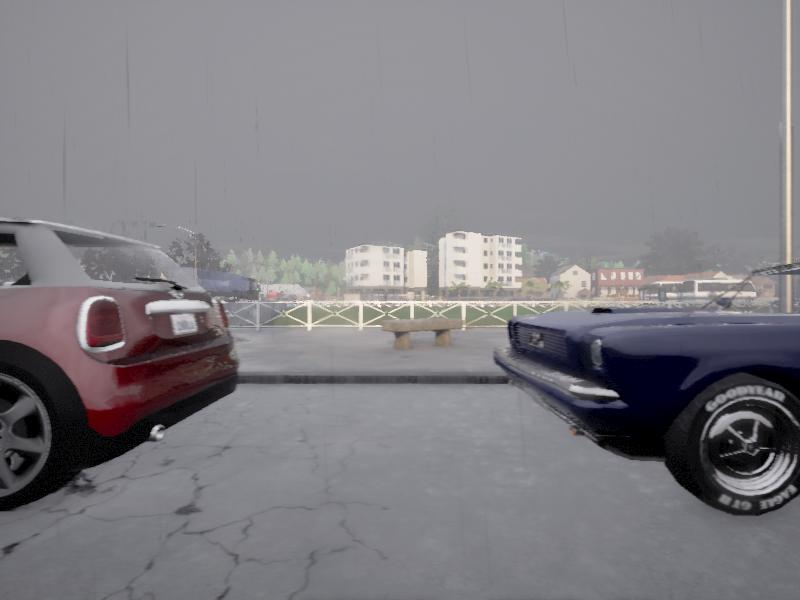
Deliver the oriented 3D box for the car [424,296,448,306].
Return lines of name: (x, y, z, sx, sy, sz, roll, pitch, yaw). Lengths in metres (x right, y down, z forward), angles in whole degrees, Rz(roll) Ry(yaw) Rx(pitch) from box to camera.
car: (6.160, 0.189, 68.420, 3.988, 1.617, 1.851, 0, 0, 0)

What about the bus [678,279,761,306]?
bus: (51.380, -1.123, 64.510, 10.273, 4.253, 3.944, 0, 0, 0)

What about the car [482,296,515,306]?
car: (16.790, 0.175, 68.412, 5.238, 1.638, 1.930, 0, 0, 0)

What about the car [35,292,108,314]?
car: (-25.249, 0.220, 30.999, 2.007, 1.525, 4.514, 0, 0, 0)

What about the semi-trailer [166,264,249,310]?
semi-trailer: (-21.244, -1.226, 45.703, 2.717, 4.402, 14.254, 0, 0, 0)

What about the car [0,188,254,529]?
car: (-3.248, 0.252, 2.707, 3.806, 1.475, 1.970, 0, 0, 0)

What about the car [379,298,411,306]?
car: (-0.879, 0.294, 68.424, 5.357, 1.411, 2.033, 0, 0, 0)

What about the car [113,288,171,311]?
car: (-25.256, -0.038, 39.517, 2.150, 2.045, 5.566, 0, 0, 0)

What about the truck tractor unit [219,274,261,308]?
truck tractor unit: (-21.244, -1.126, 53.618, 3.053, 4.208, 6.516, 0, 0, 0)

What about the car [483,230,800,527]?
car: (3.117, 0.345, 2.698, 4.718, 1.301, 1.895, 0, 0, 0)

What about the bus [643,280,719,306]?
bus: (47.723, -1.125, 68.271, 10.273, 4.253, 3.944, 0, 0, 0)

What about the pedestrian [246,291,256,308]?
pedestrian: (-16.144, -0.072, 43.442, 0.751, 1.860, 0.751, 0, 0, 13)

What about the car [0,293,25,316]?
car: (-25.238, 0.287, 23.176, 2.033, 1.411, 5.357, 0, 0, 0)
